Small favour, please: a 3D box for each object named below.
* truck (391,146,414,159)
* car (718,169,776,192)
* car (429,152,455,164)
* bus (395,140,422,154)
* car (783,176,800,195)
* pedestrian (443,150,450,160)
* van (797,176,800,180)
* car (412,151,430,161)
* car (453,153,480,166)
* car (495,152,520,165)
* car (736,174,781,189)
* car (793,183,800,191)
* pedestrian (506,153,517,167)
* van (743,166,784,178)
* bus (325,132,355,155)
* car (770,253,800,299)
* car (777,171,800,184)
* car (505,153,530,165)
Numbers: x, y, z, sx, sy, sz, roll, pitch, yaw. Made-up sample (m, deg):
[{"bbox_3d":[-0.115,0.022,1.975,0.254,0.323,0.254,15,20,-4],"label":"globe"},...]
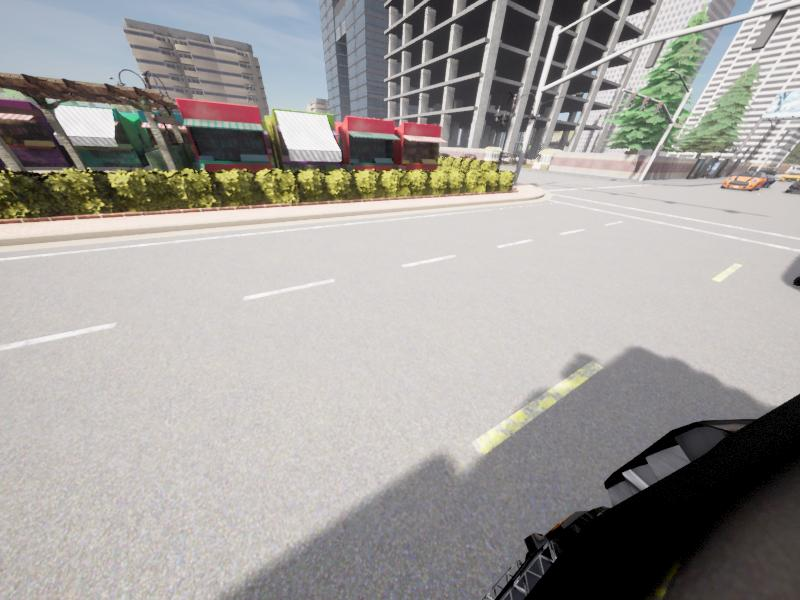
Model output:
[{"bbox_3d":[0.500,-33.943,53.134,2.390,2.098,6.274,-16,38,-26],"label":"truck"},{"bbox_3d":[35.142,-12.184,23.418,4.553,1.767,2.097,-15,38,-25],"label":"car"},{"bbox_3d":[7.652,-26.479,42.951,1.882,1.535,5.008,-16,38,-26],"label":"car"},{"bbox_3d":[3.538,-61.974,93.749,10.273,4.253,3.944,-15,38,-25],"label":"bus"},{"bbox_3d":[39.889,-11.141,22.486,4.892,1.490,1.837,-15,38,-25],"label":"car"},{"bbox_3d":[9.865,-30.920,49.206,0.751,1.860,0.751,-15,38,-25],"label":"pedestrian"},{"bbox_3d":[86.406,-25.302,46.453,1.988,2.561,5.915,-15,38,-25],"label":"van"},{"bbox_3d":[4.318,-29.855,47.764,1.789,1.549,3.705,-16,38,-26],"label":"car"},{"bbox_3d":[10.915,-23.224,38.238,1.851,1.617,3.988,-16,38,-26],"label":"car"},{"bbox_3d":[21.109,-27.811,45.443,1.905,1.878,3.866,-15,38,-25],"label":"car"},{"bbox_3d":[41.242,-13.649,26.550,4.718,1.301,1.895,-15,38,-25],"label":"car"},{"bbox_3d":[46.174,-12.863,25.569,4.892,1.490,1.837,-15,38,-25],"label":"car"},{"bbox_3d":[18.062,-22.700,37.456,0.751,1.860,0.751,-20,40,-30],"label":"pedestrian"},{"bbox_3d":[82.478,-29.125,52.445,1.775,1.987,4.442,-15,38,-25],"label":"van"},{"bbox_3d":[-14.904,-38.820,57.329,3.944,4.253,10.273,-16,38,-26],"label":"bus"},{"bbox_3d":[10.523,-0.906,4.770,4.902,1.511,2.128,-16,38,-26],"label":"car"},{"bbox_3d":[64.504,-20.114,37.881,5.008,1.535,1.882,-15,38,-25],"label":"car"},{"bbox_3d":[23.671,-28.515,46.703,1.905,1.878,3.866,-15,38,-25],"label":"car"}]
